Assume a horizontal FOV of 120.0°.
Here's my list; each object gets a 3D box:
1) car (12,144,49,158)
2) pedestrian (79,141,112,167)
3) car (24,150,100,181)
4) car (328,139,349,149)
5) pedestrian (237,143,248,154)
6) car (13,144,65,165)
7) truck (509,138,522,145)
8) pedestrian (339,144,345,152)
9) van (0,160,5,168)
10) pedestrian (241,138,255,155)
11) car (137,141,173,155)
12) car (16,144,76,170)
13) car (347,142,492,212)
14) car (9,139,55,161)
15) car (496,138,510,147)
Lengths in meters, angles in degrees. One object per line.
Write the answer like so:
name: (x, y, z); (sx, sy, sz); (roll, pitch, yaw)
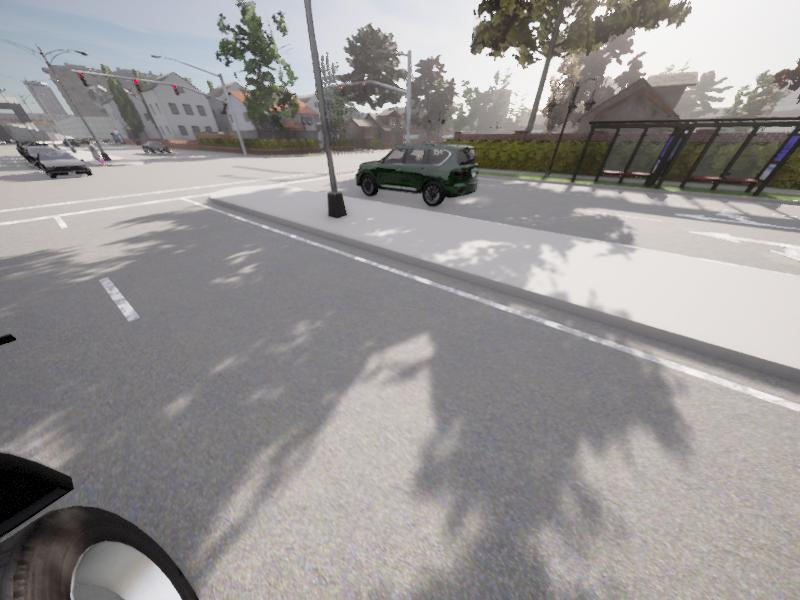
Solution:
car: (-46.620, -18.822, 29.138); (4.718, 1.301, 1.895); (22, 41, 28)
pedestrian: (-26.201, -12.593, 19.924); (0.751, 1.860, 0.751); (12, 37, 16)
car: (-22.660, -9.108, 15.454); (5.357, 1.411, 2.033); (22, 41, 28)
car: (-12.577, -31.986, 47.337); (3.806, 1.475, 1.970); (22, 41, 28)
pedestrian: (-22.439, -21.548, 32.886); (0.751, 1.300, 0.751); (23, 41, 29)
car: (-36.024, -14.585, 23.046); (4.792, 1.488, 2.163); (22, 41, 28)
truck: (40.856, -55.876, 81.450); (2.390, 2.098, 6.274); (22, 41, 27)
pedestrian: (-9.769, -25.547, 38.847); (0.500, 1.100, 0.500); (23, 41, 29)
van: (-35.632, -12.196, 19.167); (4.480, 2.038, 2.069); (23, 41, 28)
pedestrian: (-20.663, -20.791, 31.353); (0.751, 1.860, 0.751); (18, 39, 24)
car: (-37.381, -23.281, 35.256); (5.027, 1.651, 2.152); (22, 41, 28)
car: (-30.243, -12.321, 19.739); (5.238, 1.638, 1.930); (22, 40, 27)
car: (0.606, -5.534, 9.997); (5.566, 2.045, 2.150); (22, 41, 28)
car: (-41.246, -16.878, 25.903); (3.866, 1.878, 1.905); (22, 41, 28)
car: (31.427, -47.915, 70.308); (2.150, 2.045, 5.566); (22, 41, 27)
